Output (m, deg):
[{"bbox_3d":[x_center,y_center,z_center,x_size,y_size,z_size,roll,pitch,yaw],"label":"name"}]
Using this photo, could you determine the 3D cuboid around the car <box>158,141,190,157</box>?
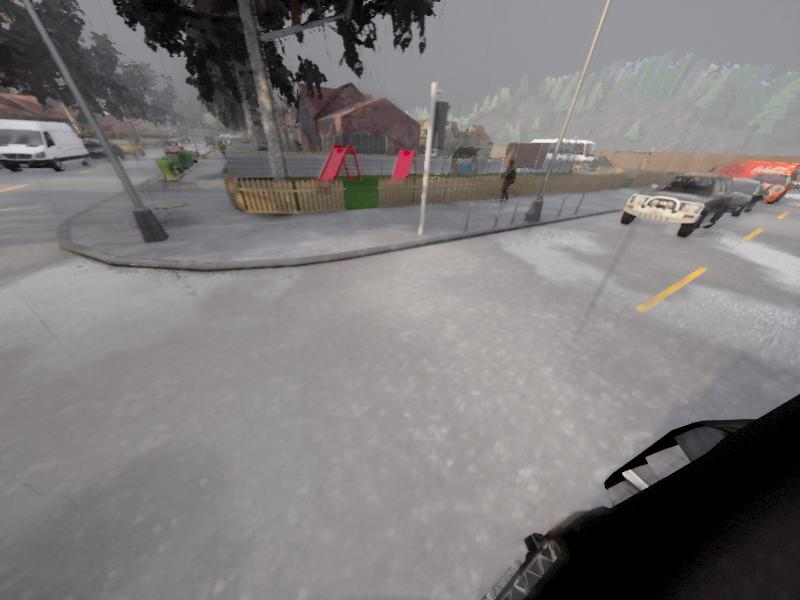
[{"bbox_3d":[-27.070,-18.200,27.848,1.845,1.501,3.633,-16,38,-26],"label":"car"}]

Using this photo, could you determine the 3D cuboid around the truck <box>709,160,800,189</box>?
[{"bbox_3d":[40.968,-14.660,26.827,2.627,2.467,5.204,-16,38,-26],"label":"truck"}]

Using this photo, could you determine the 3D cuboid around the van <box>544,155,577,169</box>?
[{"bbox_3d":[29.701,-25.632,42.894,1.775,1.987,4.442,-16,38,-26],"label":"van"}]

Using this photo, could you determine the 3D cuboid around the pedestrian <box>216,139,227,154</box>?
[{"bbox_3d":[-26.898,-23.216,34.866,0.751,1.860,0.751,-20,40,-31],"label":"pedestrian"}]

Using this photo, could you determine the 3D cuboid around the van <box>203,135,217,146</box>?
[{"bbox_3d":[-54.615,-45.967,66.514,1.988,2.561,5.915,-16,38,-26],"label":"van"}]

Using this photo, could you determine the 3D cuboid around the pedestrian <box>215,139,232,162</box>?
[{"bbox_3d":[-17.533,-14.810,22.951,0.751,1.860,0.751,-16,38,-26],"label":"pedestrian"}]

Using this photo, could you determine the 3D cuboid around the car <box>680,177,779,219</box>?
[{"bbox_3d":[17.373,-5.494,12.164,4.892,1.490,1.837,-16,38,-26],"label":"car"}]

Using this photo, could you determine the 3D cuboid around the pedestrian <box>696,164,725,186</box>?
[{"bbox_3d":[31.856,-12.836,23.723,0.751,1.860,0.751,-5,34,-12],"label":"pedestrian"}]

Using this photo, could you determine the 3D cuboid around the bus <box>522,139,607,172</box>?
[{"bbox_3d":[27.299,-24.715,39.291,3.944,4.253,10.273,-16,38,-26],"label":"bus"}]

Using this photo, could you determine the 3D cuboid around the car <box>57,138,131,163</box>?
[{"bbox_3d":[-26.408,-13.168,20.259,2.152,1.651,5.027,-16,38,-26],"label":"car"}]

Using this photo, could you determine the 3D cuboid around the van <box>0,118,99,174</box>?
[{"bbox_3d":[-22.555,-9.736,14.579,1.988,2.561,5.915,-16,38,-26],"label":"van"}]

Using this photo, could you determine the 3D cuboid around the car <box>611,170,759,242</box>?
[{"bbox_3d":[10.564,-3.702,8.611,4.605,1.855,1.932,-16,38,-26],"label":"car"}]

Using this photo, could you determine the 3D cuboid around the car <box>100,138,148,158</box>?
[{"bbox_3d":[-30.011,-16.717,25.356,1.801,1.575,5.366,-16,38,-26],"label":"car"}]

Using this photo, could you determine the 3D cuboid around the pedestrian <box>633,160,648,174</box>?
[{"bbox_3d":[38.716,-21.470,37.208,0.751,1.860,0.751,-4,34,-10],"label":"pedestrian"}]

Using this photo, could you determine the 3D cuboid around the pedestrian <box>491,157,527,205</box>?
[{"bbox_3d":[4.985,-5.491,10.661,0.751,1.860,0.751,-16,38,-25],"label":"pedestrian"}]

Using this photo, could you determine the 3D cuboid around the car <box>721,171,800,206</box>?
[{"bbox_3d":[24.958,-7.776,15.891,4.553,1.767,2.097,-16,38,-26],"label":"car"}]
